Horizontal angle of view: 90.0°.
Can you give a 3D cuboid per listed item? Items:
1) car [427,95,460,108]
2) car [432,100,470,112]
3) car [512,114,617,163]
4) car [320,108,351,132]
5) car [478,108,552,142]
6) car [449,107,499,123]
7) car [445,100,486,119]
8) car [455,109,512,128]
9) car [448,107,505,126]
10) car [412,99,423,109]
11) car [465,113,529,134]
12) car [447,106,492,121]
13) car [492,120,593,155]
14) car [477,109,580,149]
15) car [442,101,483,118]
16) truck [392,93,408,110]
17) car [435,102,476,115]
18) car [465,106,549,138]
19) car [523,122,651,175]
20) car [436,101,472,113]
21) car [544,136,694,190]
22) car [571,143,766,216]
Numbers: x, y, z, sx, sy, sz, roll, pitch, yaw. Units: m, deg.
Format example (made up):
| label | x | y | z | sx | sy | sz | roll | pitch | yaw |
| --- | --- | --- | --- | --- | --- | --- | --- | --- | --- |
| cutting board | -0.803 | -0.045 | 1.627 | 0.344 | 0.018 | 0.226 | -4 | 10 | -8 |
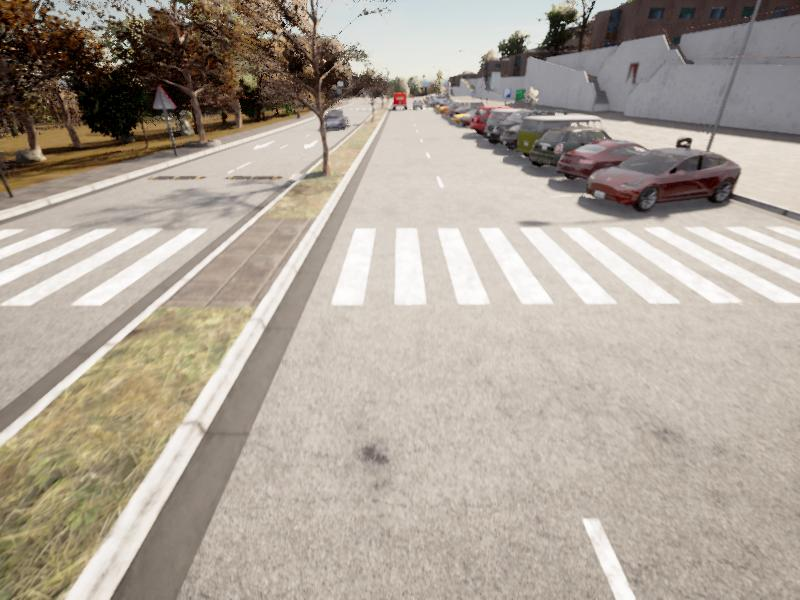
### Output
| label | x | y | z | sx | sy | sz | roll | pitch | yaw |
| --- | --- | --- | --- | --- | --- | --- | --- | --- | --- |
| car | 8.111 | -37.484 | 75.420 | 5.566 | 2.045 | 2.435 | -9 | 29 | -18 |
| car | 7.908 | -30.203 | 62.314 | 5.366 | 1.575 | 1.946 | -9 | 30 | -18 |
| car | 8.187 | -8.167 | 20.081 | 4.442 | 1.987 | 1.878 | -9 | 29 | -18 |
| car | -5.789 | -16.576 | 36.707 | 2.033 | 1.649 | 4.856 | 0 | 28 | 0 |
| car | 7.971 | -12.250 | 27.946 | 4.442 | 1.987 | 1.878 | -9 | 29 | -18 |
| car | 8.106 | -20.353 | 43.984 | 4.792 | 1.488 | 2.163 | -9 | 29 | -18 |
| car | 7.974 | -23.351 | 49.078 | 4.442 | 1.987 | 1.878 | -9 | 30 | -18 |
| car | 8.051 | -17.559 | 38.678 | 4.792 | 1.488 | 2.163 | -9 | 30 | -18 |
| car | 7.907 | -18.953 | 41.253 | 5.366 | 1.575 | 1.946 | -9 | 30 | -18 |
| car | 3.013 | -33.755 | 68.931 | 1.845 | 1.501 | 3.633 | 0 | 28 | 0 |
| car | 8.074 | -14.789 | 33.404 | 4.674 | 1.452 | 2.002 | -9 | 29 | -18 |
| car | 8.074 | -21.739 | 46.613 | 4.674 | 1.452 | 2.002 | -9 | 29 | -18 |
| car | 8.071 | -9.320 | 22.794 | 4.892 | 1.521 | 2.231 | -9 | 29 | -18 |
| car | 8.055 | -10.912 | 25.313 | 5.566 | 2.045 | 2.435 | -9 | 29 | -18 |
| car | 8.052 | -24.689 | 51.795 | 4.553 | 1.767 | 2.185 | -9 | 30 | -18 |
| truck | 0.010 | -34.146 | 68.723 | 2.627 | 2.467 | 5.204 | 0 | 28 | 0 |
| car | 7.907 | -27.377 | 57.059 | 5.366 | 1.575 | 1.946 | -9 | 30 | -18 |
| car | 8.106 | -13.673 | 30.635 | 5.566 | 2.045 | 2.435 | -9 | 29 | -18 |
| car | 8.048 | -6.682 | 17.432 | 4.553 | 1.767 | 2.185 | -9 | 29 | -18 |
| car | 8.107 | -28.797 | 59.772 | 4.792 | 1.488 | 2.163 | -9 | 30 | -18 |
| car | 8.071 | -5.166 | 14.870 | 4.674 | 1.452 | 2.002 | -9 | 29 | -18 |
| car | 8.050 | -3.785 | 12.186 | 4.792 | 1.488 | 2.163 | -9 | 29 | -18 |
